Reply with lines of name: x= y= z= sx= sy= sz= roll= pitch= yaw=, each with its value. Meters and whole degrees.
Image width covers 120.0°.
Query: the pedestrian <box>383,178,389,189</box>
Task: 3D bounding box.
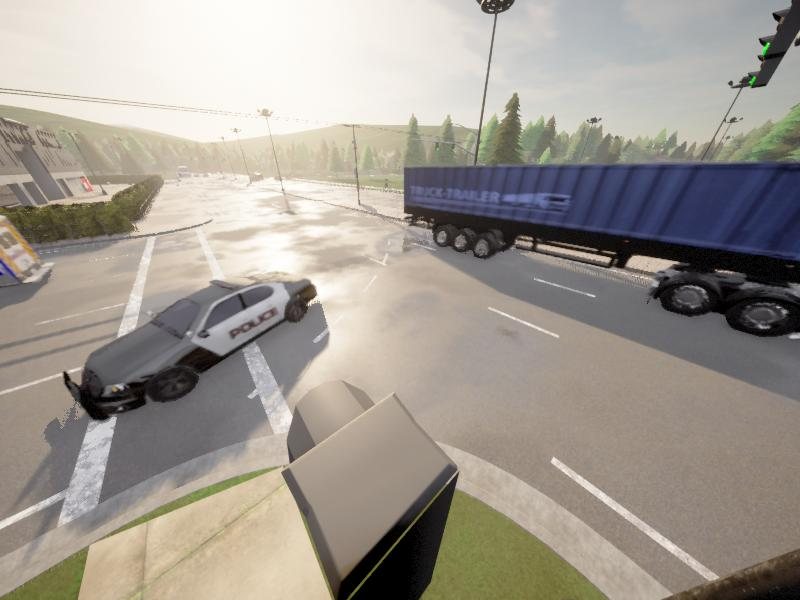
pedestrian: x=-2.730 y=-23.155 z=45.998 sx=0.751 sy=1.860 sz=0.751 roll=-22 pitch=37 yaw=-33

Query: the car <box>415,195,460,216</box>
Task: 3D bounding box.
car: x=3.712 y=-9.668 z=23.482 sx=1.994 sy=1.385 sz=4.181 roll=-24 pitch=38 yaw=-36

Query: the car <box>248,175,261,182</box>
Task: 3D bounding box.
car: x=-46.582 y=-38.900 z=73.861 sx=2.152 sy=1.651 sz=5.027 roll=-23 pitch=37 yaw=-34

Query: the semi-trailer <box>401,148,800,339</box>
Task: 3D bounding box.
semi-trailer: x=5.887 y=-3.930 z=10.489 sx=2.717 sy=4.402 sz=14.254 roll=-25 pitch=38 yaw=-36

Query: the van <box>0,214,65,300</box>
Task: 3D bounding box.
van: x=-16.614 y=-0.842 z=7.124 sx=6.366 sy=2.431 sz=2.351 roll=-22 pitch=38 yaw=-34

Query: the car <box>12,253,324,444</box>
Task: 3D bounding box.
car: x=-4.581 y=0.424 z=5.835 sx=2.038 sy=1.542 sz=4.974 roll=13 pitch=33 yaw=24

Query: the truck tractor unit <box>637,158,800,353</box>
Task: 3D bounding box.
truck tractor unit: x=11.251 y=-0.934 z=5.493 sx=3.053 sy=4.208 sz=6.516 roll=-25 pitch=38 yaw=-36
